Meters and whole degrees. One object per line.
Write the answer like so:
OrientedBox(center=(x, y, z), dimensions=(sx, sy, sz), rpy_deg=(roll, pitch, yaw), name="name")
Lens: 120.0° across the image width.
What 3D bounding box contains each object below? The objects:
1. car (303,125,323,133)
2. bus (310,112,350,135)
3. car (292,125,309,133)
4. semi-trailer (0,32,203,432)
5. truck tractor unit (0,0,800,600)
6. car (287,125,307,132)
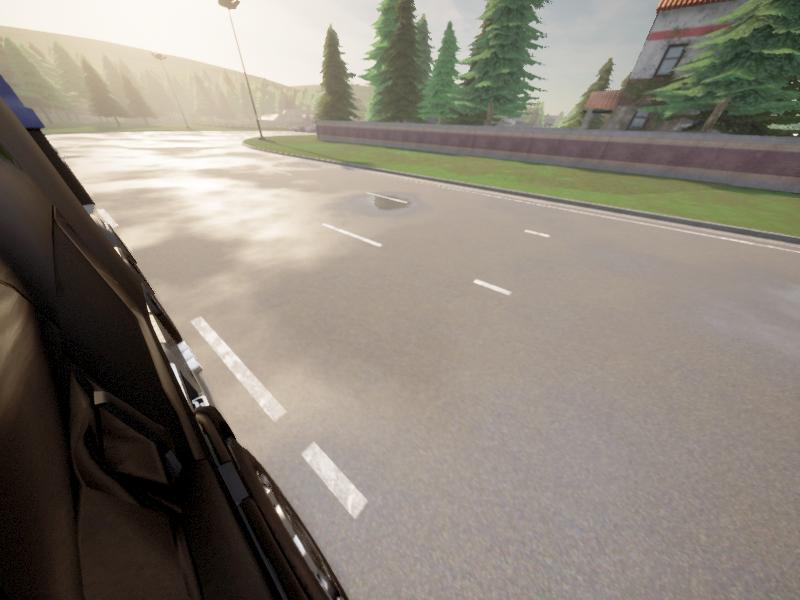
OrientedBox(center=(-23.319, -45.738, 61.946), dimensions=(2.033, 1.649, 4.856), rpy_deg=(17, 39, 18), name="car")
OrientedBox(center=(-17.268, -44.242, 58.150), dimensions=(3.944, 4.253, 10.273), rpy_deg=(15, 38, 16), name="bus")
OrientedBox(center=(-26.841, -46.239, 62.526), dimensions=(1.816, 1.474, 4.193), rpy_deg=(17, 39, 18), name="car")
OrientedBox(center=(-8.784, -3.547, 4.140), dimensions=(14.254, 4.402, 2.717), rpy_deg=(27, 43, 29), name="semi-trailer")
OrientedBox(center=(-2.645, -0.295, 0.352), dimensions=(6.516, 4.208, 3.053), rpy_deg=(28, 44, 30), name="truck tractor unit")
OrientedBox(center=(-29.019, -48.392, 65.272), dimensions=(2.163, 1.488, 4.792), rpy_deg=(17, 39, 18), name="car")
